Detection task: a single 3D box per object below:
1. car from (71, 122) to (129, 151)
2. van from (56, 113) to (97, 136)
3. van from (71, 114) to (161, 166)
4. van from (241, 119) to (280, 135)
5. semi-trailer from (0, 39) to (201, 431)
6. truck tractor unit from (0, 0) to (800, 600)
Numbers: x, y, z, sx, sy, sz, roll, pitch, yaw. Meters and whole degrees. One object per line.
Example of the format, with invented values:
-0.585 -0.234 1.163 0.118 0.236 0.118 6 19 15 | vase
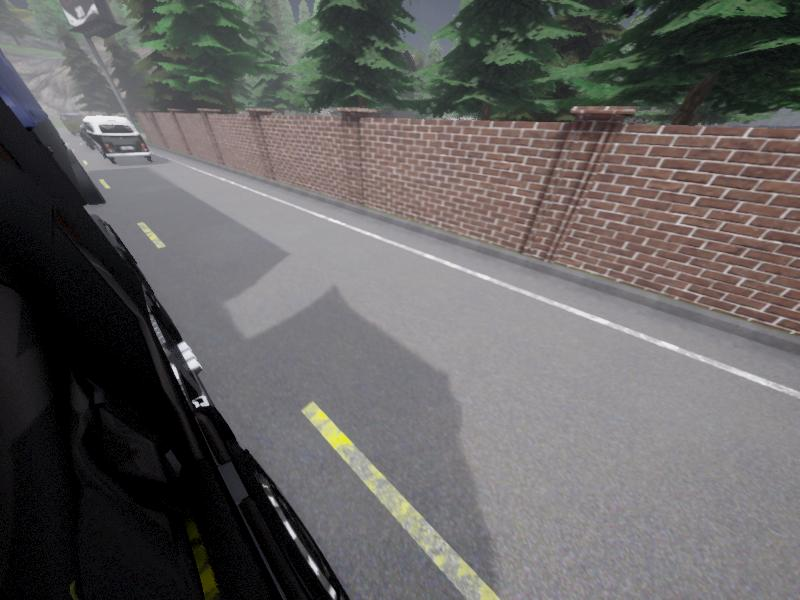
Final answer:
-22.760 -12.414 17.498 4.892 1.490 1.837 28 44 29 | car
-36.831 -20.002 26.292 4.442 1.987 1.775 27 44 30 | van
-15.950 -9.063 13.004 4.480 2.038 2.069 28 44 29 | van
-22.515 -28.022 37.455 2.069 2.038 4.480 27 43 29 | van
-8.675 -3.623 4.248 14.254 4.402 2.717 28 44 30 | semi-trailer
-2.645 -0.295 0.351 6.516 4.208 3.053 28 44 30 | truck tractor unit
